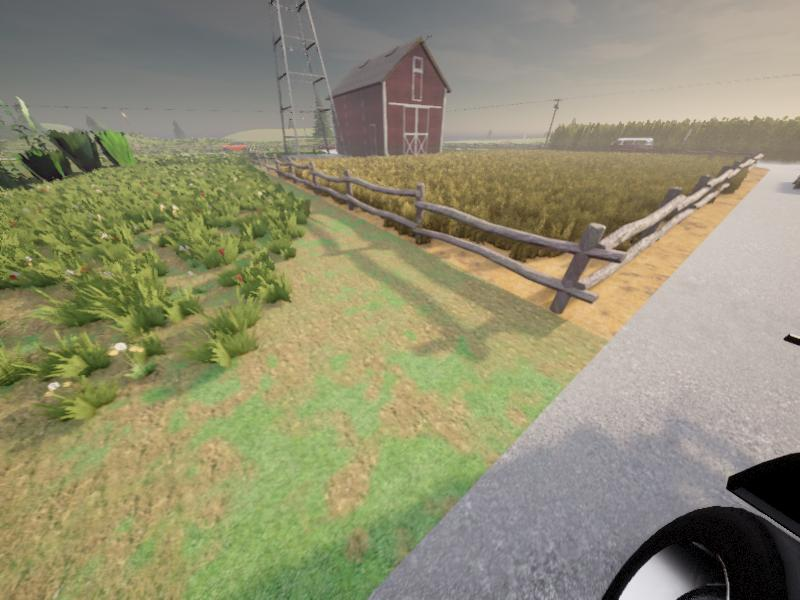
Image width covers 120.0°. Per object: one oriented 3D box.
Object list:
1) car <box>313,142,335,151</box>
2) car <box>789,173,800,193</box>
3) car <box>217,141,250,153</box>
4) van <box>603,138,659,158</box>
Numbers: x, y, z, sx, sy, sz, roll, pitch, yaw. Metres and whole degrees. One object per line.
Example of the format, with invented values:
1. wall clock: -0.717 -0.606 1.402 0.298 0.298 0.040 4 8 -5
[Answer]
1. car: -16.131 -32.763 49.219 3.806 1.475 1.970 -18 39 -24
2. car: 21.423 -6.146 11.337 4.718 1.301 1.895 -22 41 -28
3. car: -30.478 -28.163 42.530 4.553 1.767 2.097 -18 39 -24
4. van: 30.497 -20.300 30.700 2.069 2.038 4.480 -22 41 -28
